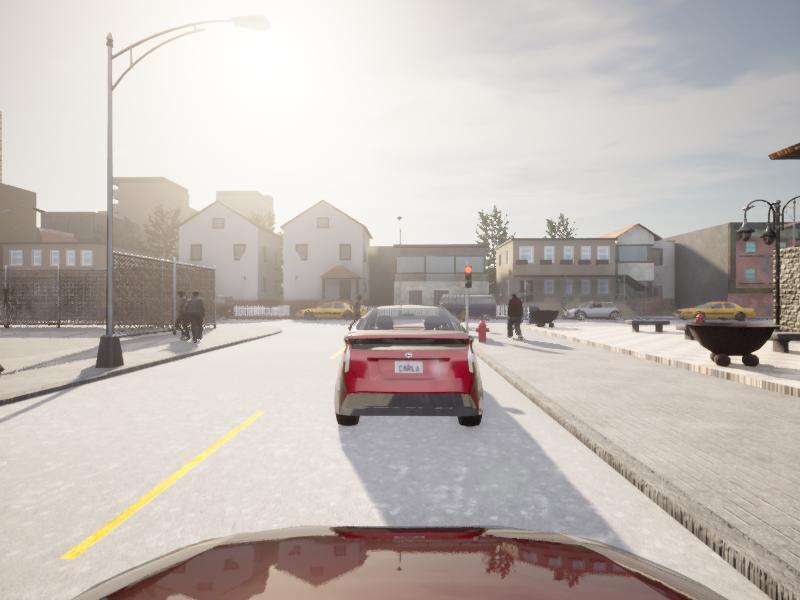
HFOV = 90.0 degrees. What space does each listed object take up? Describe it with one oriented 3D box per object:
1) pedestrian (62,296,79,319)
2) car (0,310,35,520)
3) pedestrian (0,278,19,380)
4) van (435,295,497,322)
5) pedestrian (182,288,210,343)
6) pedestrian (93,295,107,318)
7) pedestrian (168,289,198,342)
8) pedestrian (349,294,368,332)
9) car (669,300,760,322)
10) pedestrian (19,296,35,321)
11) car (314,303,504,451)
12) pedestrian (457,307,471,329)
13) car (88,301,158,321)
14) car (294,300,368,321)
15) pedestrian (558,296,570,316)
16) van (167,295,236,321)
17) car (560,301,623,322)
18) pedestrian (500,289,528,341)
[{"bbox_3d":[-26.921,0.637,32.674,0.751,1.860,0.751,0,0,6],"label":"pedestrian"},{"bbox_3d":[-4.006,0.836,0.742,2.128,1.511,4.902,0,0,1],"label":"car"},{"bbox_3d":[-7.703,0.533,7.340,0.751,1.860,0.751,0,0,13],"label":"pedestrian"},{"bbox_3d":[4.967,0.599,30.504,4.442,1.987,1.775,0,0,1],"label":"van"},{"bbox_3d":[-7.148,0.534,14.053,0.751,1.860,0.751,0,0,-16],"label":"pedestrian"},{"bbox_3d":[-25.373,0.533,33.878,0.751,1.860,0.751,0,0,-20],"label":"pedestrian"},{"bbox_3d":[-7.767,0.534,14.331,0.751,1.860,0.751,0,0,44],"label":"pedestrian"},{"bbox_3d":[-2.061,0.637,19.932,0.751,1.860,0.751,0,0,7],"label":"pedestrian"},{"bbox_3d":[23.549,0.801,30.095,5.366,1.575,1.801,0,0,1],"label":"car"},{"bbox_3d":[-28.787,0.637,30.863,0.751,1.860,0.751,0,0,31],"label":"pedestrian"},{"bbox_3d":[0.137,0.828,6.489,2.007,1.525,4.514,0,0,1],"label":"car"},{"bbox_3d":[3.291,0.905,20.537,0.500,1.100,0.500,0,0,-42],"label":"pedestrian"},{"bbox_3d":[-21.462,0.854,31.059,4.193,1.474,1.816,0,0,1],"label":"car"},{"bbox_3d":[-5.219,0.800,30.731,5.366,1.575,1.801,0,0,1],"label":"car"},{"bbox_3d":[14.731,0.533,35.993,0.751,1.860,0.751,0,0,2],"label":"pedestrian"},{"bbox_3d":[-15.253,0.597,30.870,4.442,1.987,1.775,0,0,2],"label":"van"},{"bbox_3d":[14.432,0.853,30.296,3.806,1.475,1.970,0,0,1],"label":"car"},{"bbox_3d":[4.209,0.525,14.804,0.751,1.860,0.751,0,0,-11],"label":"pedestrian"}]
